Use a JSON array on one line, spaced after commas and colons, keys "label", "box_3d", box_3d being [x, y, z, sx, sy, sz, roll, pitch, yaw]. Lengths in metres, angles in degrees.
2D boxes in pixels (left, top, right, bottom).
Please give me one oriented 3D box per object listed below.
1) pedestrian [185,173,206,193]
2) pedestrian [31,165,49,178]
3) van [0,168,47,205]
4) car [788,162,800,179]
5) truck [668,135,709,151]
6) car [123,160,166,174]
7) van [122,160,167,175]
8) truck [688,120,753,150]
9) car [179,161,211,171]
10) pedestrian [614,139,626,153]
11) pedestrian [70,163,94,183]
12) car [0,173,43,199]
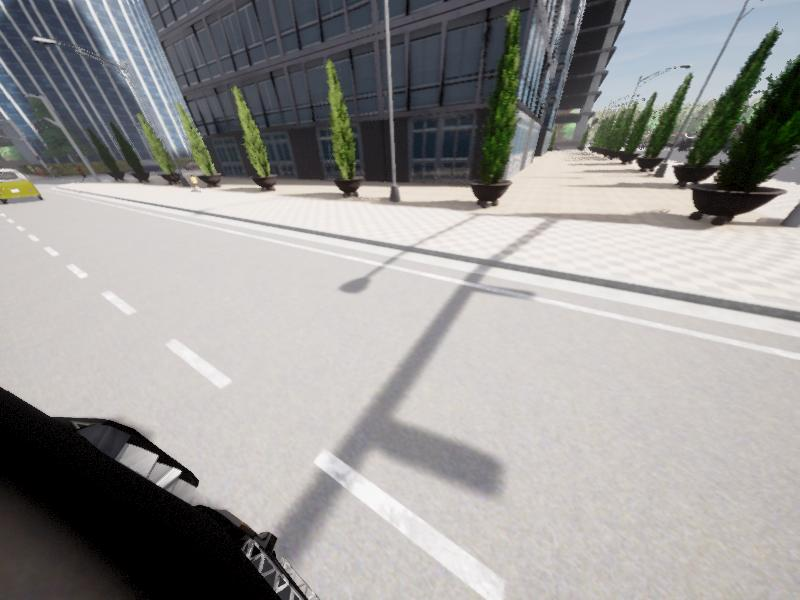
[{"label": "pedestrian", "box_3d": [-13.714, -7.843, 15.483, 0.500, 1.100, 0.500, 15, 37, 25]}, {"label": "pedestrian", "box_3d": [-59.016, -21.078, 37.854, 0.751, 1.860, 0.751, 23, 41, 33]}, {"label": "van", "box_3d": [-27.224, -8.034, 16.169, 4.442, 1.987, 1.775, 19, 39, 29]}, {"label": "car", "box_3d": [21.308, -6.014, 10.268, 2.128, 1.511, 4.902, 16, 38, 26]}, {"label": "truck", "box_3d": [51.902, -28.415, 41.772, 2.390, 2.098, 6.274, 15, 37, 25]}, {"label": "car", "box_3d": [-46.323, -24.161, 42.018, 1.932, 1.855, 4.605, 16, 37, 25]}, {"label": "van", "box_3d": [-43.782, -22.848, 39.756, 1.775, 1.987, 4.442, 16, 37, 25]}, {"label": "truck", "box_3d": [55.318, -28.682, 40.383, 2.891, 3.827, 8.468, 15, 37, 25]}, {"label": "car", "box_3d": [-40.090, -26.327, 45.266, 1.816, 1.474, 4.193, 16, 37, 25]}, {"label": "pedestrian", "box_3d": [36.237, -25.396, 38.103, 0.751, 1.860, 0.751, 20, 39, 30]}, {"label": "pedestrian", "box_3d": [-35.679, -14.236, 25.936, 0.751, 1.860, 0.751, 16, 38, 26]}, {"label": "car", "box_3d": [-32.416, -9.547, 19.225, 4.514, 1.525, 2.007, 16, 38, 26]}]
